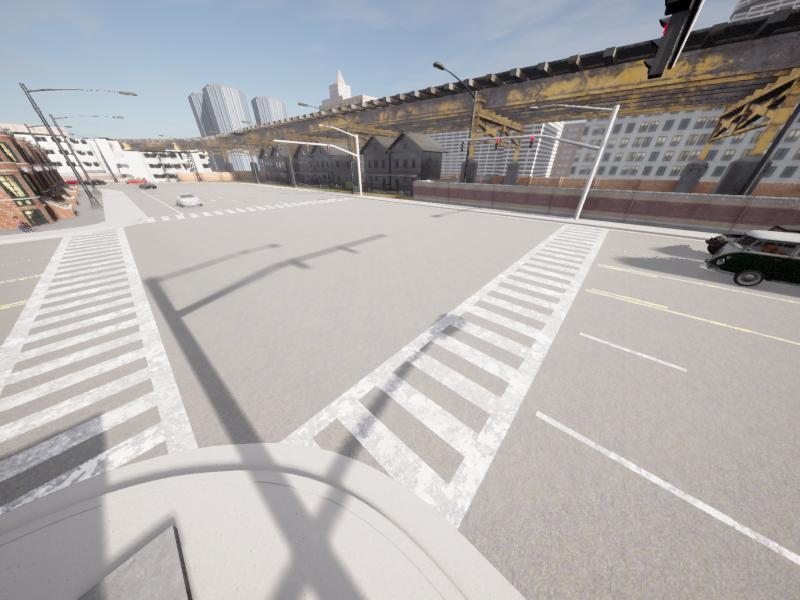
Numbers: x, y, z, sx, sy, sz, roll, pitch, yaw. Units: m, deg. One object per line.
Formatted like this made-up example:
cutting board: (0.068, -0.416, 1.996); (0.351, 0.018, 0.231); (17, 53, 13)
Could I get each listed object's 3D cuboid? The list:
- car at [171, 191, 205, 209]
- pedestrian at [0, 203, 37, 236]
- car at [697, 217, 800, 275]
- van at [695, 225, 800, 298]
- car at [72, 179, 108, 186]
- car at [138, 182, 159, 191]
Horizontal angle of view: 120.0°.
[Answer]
car: (-25.337, -11.947, 27.553); (4.674, 1.442, 1.812); (24, 38, 35)
pedestrian: (-25.505, -5.353, 15.361); (0.751, 1.860, 0.751); (19, 35, 30)
car: (17.553, -2.545, 10.819); (3.866, 1.878, 1.905); (24, 38, 35)
van: (15.097, -1.334, 8.626); (4.442, 1.987, 1.775); (24, 38, 35)
car: (-77.168, -29.347, 57.641); (4.892, 1.490, 1.837); (-11, 32, -19)
car: (-51.347, -23.169, 47.137); (4.718, 1.301, 1.895); (20, 35, 31)
